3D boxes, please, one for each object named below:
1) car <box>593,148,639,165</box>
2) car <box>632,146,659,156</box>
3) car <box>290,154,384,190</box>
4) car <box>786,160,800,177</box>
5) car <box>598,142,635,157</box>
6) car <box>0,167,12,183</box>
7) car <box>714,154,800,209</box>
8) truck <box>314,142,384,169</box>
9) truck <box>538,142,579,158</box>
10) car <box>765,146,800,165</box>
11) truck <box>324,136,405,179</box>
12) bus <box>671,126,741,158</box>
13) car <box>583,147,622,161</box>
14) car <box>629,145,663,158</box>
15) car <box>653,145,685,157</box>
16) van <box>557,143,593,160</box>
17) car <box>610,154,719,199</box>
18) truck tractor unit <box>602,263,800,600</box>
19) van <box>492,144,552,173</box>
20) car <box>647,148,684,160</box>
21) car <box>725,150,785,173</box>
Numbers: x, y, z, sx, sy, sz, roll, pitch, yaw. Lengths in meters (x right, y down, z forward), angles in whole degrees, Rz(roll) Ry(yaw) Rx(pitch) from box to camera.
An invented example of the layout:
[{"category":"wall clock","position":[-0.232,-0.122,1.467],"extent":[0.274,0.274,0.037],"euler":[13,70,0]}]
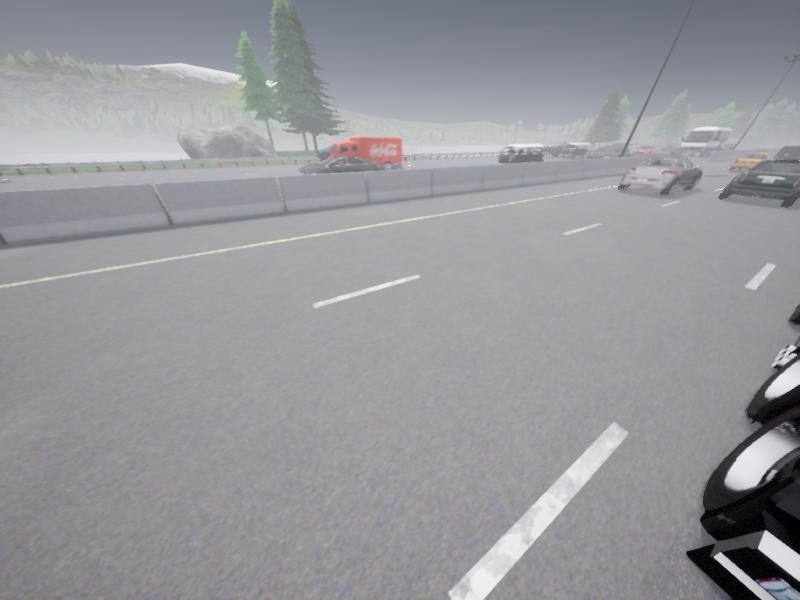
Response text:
[{"category":"car","position":[26.394,-17.641,28.292],"extent":[4.902,1.511,2.128],"euler":[-18,39,-24]},{"category":"car","position":[48.013,-29.292,45.224],"extent":[4.514,1.525,2.007],"euler":[-18,39,-24]},{"category":"car","position":[-3.653,-7.864,13.978],"extent":[4.902,1.511,2.128],"euler":[-18,39,-24]},{"category":"car","position":[33.595,-10.748,18.460],"extent":[3.806,1.475,1.970],"euler":[-18,39,-24]},{"category":"car","position":[37.579,-26.109,40.107],"extent":[5.566,2.045,2.150],"euler":[-18,39,-25]},{"category":"car","position":[-26.671,-7.128,12.720],"extent":[4.974,1.542,2.038],"euler":[-15,38,-22]},{"category":"car","position":[17.484,-5.638,10.695],"extent":[4.553,1.767,2.097],"euler":[-18,39,-24]},{"category":"truck","position":[-4.942,-14.601,23.151],"extent":[6.274,2.098,2.390],"euler":[-18,39,-24]},{"category":"truck","position":[25.963,-24.658,37.875],"extent":[6.274,2.098,2.390],"euler":[-18,39,-24]},{"category":"car","position":[47.365,-17.703,28.219],"extent":[3.866,1.878,1.905],"euler":[-18,39,-24]},{"category":"truck","position":[-2.564,-10.921,17.546],"extent":[5.204,2.467,2.627],"euler":[-18,39,-24]},{"category":"bus","position":[53.009,-27.344,40.074],"extent":[10.273,4.253,3.944],"euler":[-18,39,-24]},{"category":"car","position":[28.601,-20.673,32.658],"extent":[4.974,1.542,2.038],"euler":[-18,39,-24]},{"category":"car","position":[40.918,-24.789,38.450],"extent":[4.553,1.767,2.097],"euler":[-18,39,-24]},{"category":"car","position":[49.701,-27.574,42.681],"extent":[5.027,1.651,2.152],"euler":[-18,39,-24]},{"category":"van","position":[26.328,-22.448,34.748],"extent":[4.480,2.038,2.069],"euler":[-18,39,-25]},{"category":"car","position":[14.351,-6.853,12.571],"extent":[5.027,1.651,2.152],"euler":[-18,39,-24]},{"category":"truck tractor unit","position":[5.109,-0.303,0.787],"extent":[6.516,4.208,3.053],"euler":[-18,39,-24]},{"category":"van","position":[10.904,-12.820,20.766],"extent":[4.480,2.038,2.069],"euler":[-18,39,-24]},{"category":"car","position":[40.058,-22.040,34.838],"extent":[5.357,1.411,2.033],"euler":[-18,39,-24]},{"category":"car","position":[33.002,-12.904,21.466],"extent":[5.366,1.575,1.801],"euler":[-18,39,-24]}]
